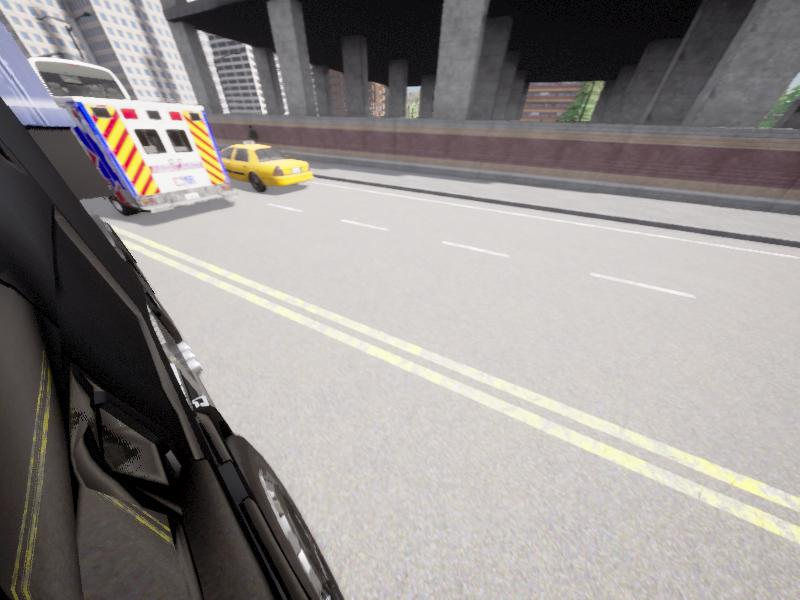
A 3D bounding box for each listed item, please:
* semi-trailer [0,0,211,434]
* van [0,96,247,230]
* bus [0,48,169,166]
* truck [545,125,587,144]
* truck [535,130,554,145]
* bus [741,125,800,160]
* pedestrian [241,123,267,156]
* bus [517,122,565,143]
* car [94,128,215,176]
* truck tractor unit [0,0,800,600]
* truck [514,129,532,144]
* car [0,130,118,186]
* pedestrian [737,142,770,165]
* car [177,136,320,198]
[{"bbox_3d":[-9.369,-3.016,3.461,14.254,4.402,2.717,20,40,22],"label":"semi-trailer"},{"bbox_3d":[-8.133,-4.203,6.779,6.366,2.431,2.351,18,40,20],"label":"van"},{"bbox_3d":[-20.316,-11.222,13.987,10.273,4.253,3.944,18,40,20],"label":"bus"},{"bbox_3d":[45.655,-45.699,63.818,8.468,3.827,2.891,18,40,20],"label":"truck"},{"bbox_3d":[31.096,-35.102,49.780,2.615,2.467,5.204,18,40,20],"label":"truck"},{"bbox_3d":[62.161,-25.118,36.760,3.944,4.253,10.273,18,40,20],"label":"bus"},{"bbox_3d":[-10.244,-11.295,16.313,0.751,1.860,0.751,18,40,20],"label":"pedestrian"},{"bbox_3d":[38.399,-46.010,63.496,10.273,4.253,3.944,18,40,20],"label":"bus"},{"bbox_3d":[-12.399,-7.652,11.790,4.611,1.667,2.242,18,40,20],"label":"car"},{"bbox_3d":[-2.645,-0.295,0.351,6.516,4.208,3.053,28,44,30],"label":"truck tractor unit"},{"bbox_3d":[27.257,-36.373,51.275,2.615,2.467,5.204,18,40,20],"label":"truck"},{"bbox_3d":[-14.928,-6.066,9.674,4.902,1.511,2.128,18,40,20],"label":"car"},{"bbox_3d":[35.596,-14.789,23.291,0.751,1.860,0.751,19,40,21],"label":"pedestrian"},{"bbox_3d":[-6.087,-5.538,9.375,5.366,1.575,1.801,18,40,20],"label":"car"}]
